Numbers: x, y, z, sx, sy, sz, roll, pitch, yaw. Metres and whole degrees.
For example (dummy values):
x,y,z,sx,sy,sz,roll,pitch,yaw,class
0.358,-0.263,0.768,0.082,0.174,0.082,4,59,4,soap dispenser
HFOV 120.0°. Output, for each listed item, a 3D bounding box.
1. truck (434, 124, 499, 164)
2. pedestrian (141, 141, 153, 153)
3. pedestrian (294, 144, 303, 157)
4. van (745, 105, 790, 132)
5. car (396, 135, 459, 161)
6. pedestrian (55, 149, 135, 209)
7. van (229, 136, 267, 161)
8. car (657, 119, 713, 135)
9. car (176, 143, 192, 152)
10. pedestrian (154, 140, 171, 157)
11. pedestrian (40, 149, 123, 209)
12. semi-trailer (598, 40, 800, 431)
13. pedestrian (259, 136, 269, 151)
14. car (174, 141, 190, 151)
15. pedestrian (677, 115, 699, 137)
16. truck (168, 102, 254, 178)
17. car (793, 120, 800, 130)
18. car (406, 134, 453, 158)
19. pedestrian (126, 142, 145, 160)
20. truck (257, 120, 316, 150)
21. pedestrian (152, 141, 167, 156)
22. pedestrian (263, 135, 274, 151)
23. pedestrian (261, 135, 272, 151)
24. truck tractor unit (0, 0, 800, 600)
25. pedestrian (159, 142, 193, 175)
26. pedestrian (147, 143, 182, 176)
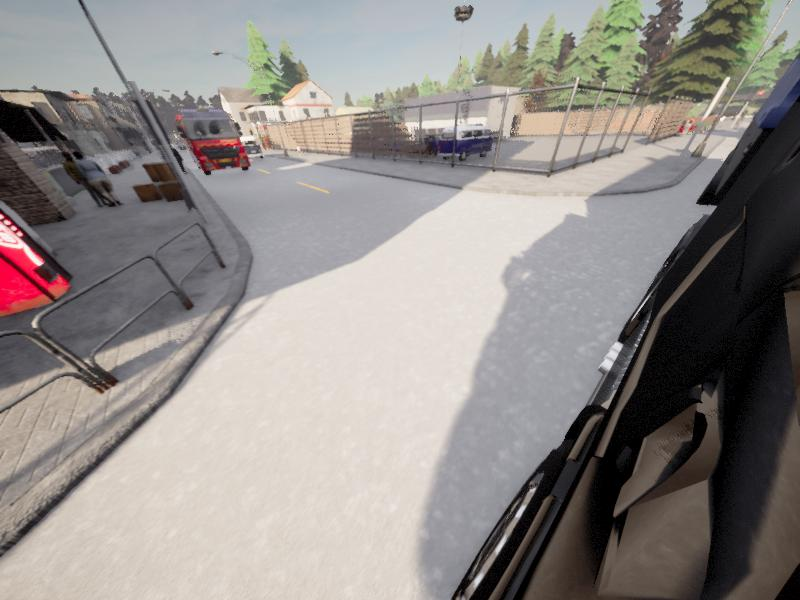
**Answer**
x,y,z,sx,sy,sz,roll,pitch,yaw,class
4.845,-11.503,16.921,4.478,2.038,2.069,-28,44,-30,truck
-48.317,-29.201,44.078,0.751,1.860,0.751,-28,44,-30,pedestrian
-10.610,-15.717,24.238,0.500,1.100,0.500,-7,37,-6,pedestrian
47.671,-23.665,30.118,5.915,2.561,1.988,-28,44,-30,van
2.440,-13.058,19.678,5.357,1.415,2.033,-28,44,-30,car
-11.159,-4.440,8.539,0.751,1.860,0.751,10,39,16,pedestrian
-16.589,-16.530,25.141,2.069,2.038,4.480,-28,44,-30,van
36.609,-22.210,29.774,1.816,1.474,4.193,-29,44,-31,car
-46.768,-33.050,50.006,1.837,1.490,4.892,-28,44,-30,car
-31.821,-20.328,31.007,0.751,1.860,0.751,26,45,33,pedestrian
-11.802,-4.499,8.658,0.751,1.860,0.751,7,38,13,pedestrian
8.694,-3.608,4.232,14.254,4.402,2.717,-28,44,-30,semi-trailer
-20.649,-23.771,35.027,0.751,1.860,0.751,-18,39,-20,pedestrian
-51.817,-36.645,54.833,1.932,1.855,4.605,-28,44,-30,car
31.704,-19.133,25.423,0.751,1.860,0.751,29,47,35,pedestrian
-14.405,-11.994,17.440,2.891,3.827,8.468,-28,44,-30,truck
52.185,-22.654,29.023,4.605,1.855,1.932,-28,44,-30,car
2.414,-13.281,19.858,1.789,1.547,3.705,-28,44,-30,car
-33.157,-18.665,29.004,0.751,1.860,0.751,-31,45,-32,pedestrian
-20.179,-29.861,41.717,2.891,3.827,8.468,29,47,35,truck
-35.788,-22.554,34.377,0.751,1.860,0.751,-32,45,-33,pedestrian
-19.870,-23.731,34.923,0.751,1.860,0.751,-28,43,-29,pedestrian
-19.926,-23.406,34.492,0.751,1.860,0.751,-28,44,-30,pedestrian
2.645,-0.295,0.351,6.516,4.208,3.053,-28,44,-30,truck tractor unit
-15.424,-9.781,15.972,0.751,1.860,0.751,-12,38,-12,pedestrian
-15.896,-9.522,15.657,0.751,1.860,0.751,21,43,29,pedestrian
